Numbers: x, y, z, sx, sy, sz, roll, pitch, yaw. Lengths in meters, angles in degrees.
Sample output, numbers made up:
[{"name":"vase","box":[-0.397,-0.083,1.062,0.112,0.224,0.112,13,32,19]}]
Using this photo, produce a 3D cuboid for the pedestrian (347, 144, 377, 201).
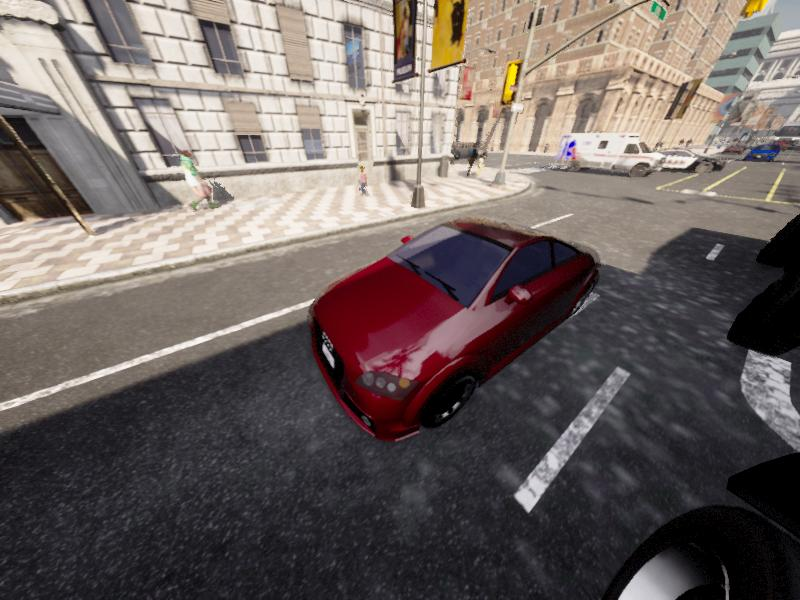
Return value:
[{"name":"pedestrian","box":[-1.479,-5.068,9.194,0.751,1.860,0.751,-24,41,-29]}]

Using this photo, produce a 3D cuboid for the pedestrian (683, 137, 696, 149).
[{"name":"pedestrian","box":[54.906,-29.758,43.845,0.751,1.860,0.751,-23,41,-28]}]

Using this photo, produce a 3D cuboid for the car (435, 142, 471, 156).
[{"name":"car","box":[7.881,-22.660,34.644,1.801,1.575,5.366,-22,41,-28]}]

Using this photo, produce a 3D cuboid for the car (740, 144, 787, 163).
[{"name":"car","box":[38.224,-15.480,24.285,5.008,1.535,1.882,-22,40,-28]}]

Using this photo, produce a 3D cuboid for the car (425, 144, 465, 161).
[{"name":"car","box":[5.248,-17.788,27.795,2.007,1.525,4.514,-22,41,-28]}]

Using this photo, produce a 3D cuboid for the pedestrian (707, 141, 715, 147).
[{"name":"pedestrian","box":[72.817,-36.576,54.057,0.500,1.100,0.500,-21,40,-27]}]

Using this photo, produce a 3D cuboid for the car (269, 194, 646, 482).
[{"name":"car","box":[0.928,-0.269,3.101,4.181,1.385,1.994,-22,41,-28]}]

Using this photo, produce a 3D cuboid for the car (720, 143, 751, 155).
[{"name":"car","box":[49.399,-22.227,33.984,4.718,1.301,1.895,-22,41,-28]}]

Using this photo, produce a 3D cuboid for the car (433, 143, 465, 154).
[{"name":"car","box":[8.193,-25.851,39.332,2.033,1.411,5.357,-22,41,-28]}]

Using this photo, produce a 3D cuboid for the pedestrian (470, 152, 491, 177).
[{"name":"pedestrian","box":[5.051,-8.543,14.567,0.751,1.300,0.751,-21,40,-27]}]

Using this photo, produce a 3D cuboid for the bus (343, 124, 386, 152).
[{"name":"bus","box":[-7.409,-32.967,47.057,3.944,4.253,10.273,-22,40,-28]}]

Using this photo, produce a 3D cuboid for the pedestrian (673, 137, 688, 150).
[{"name":"pedestrian","box":[50.302,-28.030,41.424,0.751,1.860,0.751,-19,39,-25]}]

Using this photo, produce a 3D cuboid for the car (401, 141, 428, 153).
[{"name":"car","box":[2.462,-27.155,41.006,1.930,1.638,5.238,-22,41,-28]}]

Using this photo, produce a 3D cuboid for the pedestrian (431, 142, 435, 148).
[{"name":"pedestrian","box":[7.426,-34.900,52.126,0.500,1.100,0.500,-20,40,-25]}]

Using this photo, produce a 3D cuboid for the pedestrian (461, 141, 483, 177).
[{"name":"pedestrian","box":[4.437,-8.755,14.386,0.751,1.860,0.751,26,43,32]}]

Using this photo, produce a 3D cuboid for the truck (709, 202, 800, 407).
[{"name":"truck","box":[6.938,-0.535,2.836,6.274,2.098,2.390,-22,40,-28]}]

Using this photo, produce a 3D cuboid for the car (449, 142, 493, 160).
[{"name":"car","box":[8.702,-18.535,28.706,2.242,1.667,4.611,-22,41,-28]}]

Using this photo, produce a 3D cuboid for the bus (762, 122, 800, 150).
[{"name":"bus","box":[75.209,-31.557,44.483,10.273,4.253,3.944,-22,41,-28]}]

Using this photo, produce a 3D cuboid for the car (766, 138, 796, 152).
[{"name":"car","box":[65.684,-26.793,39.862,3.866,1.878,1.905,-22,41,-28]}]

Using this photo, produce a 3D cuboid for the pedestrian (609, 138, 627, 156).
[{"name":"pedestrian","box":[28.334,-19.899,30.037,0.751,1.860,0.751,-8,36,-10]}]

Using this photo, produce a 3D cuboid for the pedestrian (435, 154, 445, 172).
[{"name":"pedestrian","box":[2.874,-9.876,16.647,0.500,1.100,0.500,-11,37,-15]}]

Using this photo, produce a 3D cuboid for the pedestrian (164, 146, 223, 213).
[{"name":"pedestrian","box":[-6.842,-4.006,7.725,0.751,1.860,0.751,-26,42,-31]}]

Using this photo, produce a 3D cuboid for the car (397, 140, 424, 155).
[{"name":"car","box":[1.564,-24.428,36.944,1.932,1.855,4.605,-22,40,-28]}]

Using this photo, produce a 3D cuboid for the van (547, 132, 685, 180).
[{"name":"van","box":[14.773,-10.432,16.510,2.351,2.431,6.366,-22,41,-28]}]

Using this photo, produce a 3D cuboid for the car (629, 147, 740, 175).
[{"name":"car","box":[20.998,-10.624,17.519,4.974,1.542,2.038,25,42,31]}]

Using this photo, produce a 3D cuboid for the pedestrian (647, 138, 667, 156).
[{"name":"pedestrian","box":[33.320,-19.866,29.955,0.751,1.860,0.751,-16,38,-21]}]

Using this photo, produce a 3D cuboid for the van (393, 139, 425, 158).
[{"name":"van","box":[1.165,-21.311,32.373,2.069,2.038,4.480,-22,41,-28]}]
